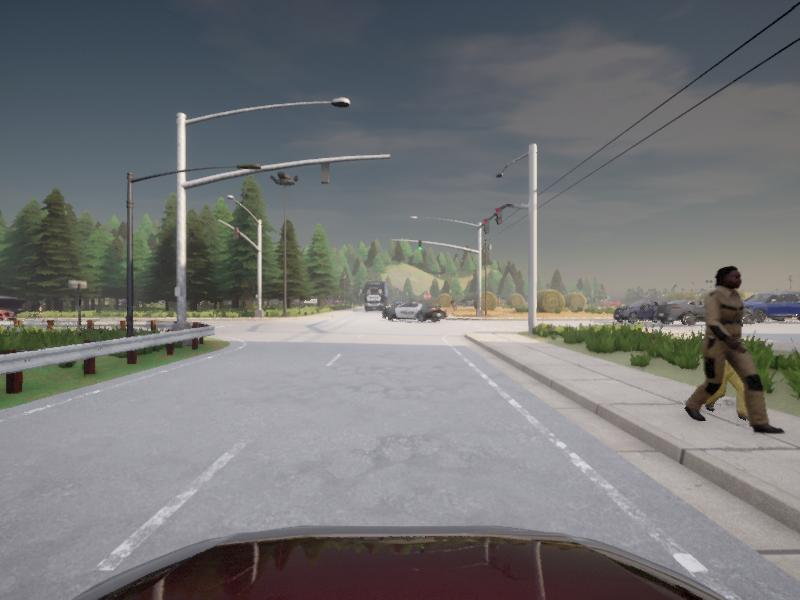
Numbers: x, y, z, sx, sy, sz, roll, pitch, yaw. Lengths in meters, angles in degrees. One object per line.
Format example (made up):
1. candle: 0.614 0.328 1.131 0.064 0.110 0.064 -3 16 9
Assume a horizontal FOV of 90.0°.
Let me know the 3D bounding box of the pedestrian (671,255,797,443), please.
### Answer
1. pedestrian: 3.604 0.484 4.377 0.751 1.860 0.751 0 0 -9

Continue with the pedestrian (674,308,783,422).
1. pedestrian: 4.070 0.764 5.015 0.751 1.300 0.751 0 0 -2

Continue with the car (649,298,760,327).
1. car: 18.036 0.732 23.862 5.027 1.651 2.152 0 -1 -1

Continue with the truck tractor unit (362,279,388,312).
1. truck tractor unit: -3.345 -0.535 54.516 3.053 4.208 6.516 0 0 0

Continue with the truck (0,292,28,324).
1. truck: -28.918 0.510 26.512 6.274 2.098 2.390 0 0 -1

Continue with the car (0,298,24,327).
1. car: -25.081 0.724 23.080 4.611 1.667 2.242 0 0 -1

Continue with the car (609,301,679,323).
1. car: 16.603 0.790 27.335 3.633 1.501 1.845 0 0 -1

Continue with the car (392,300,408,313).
1. car: 0.003 0.813 50.672 1.882 1.535 5.008 0 0 0

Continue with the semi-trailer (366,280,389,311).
1. semi-trailer: -3.336 -0.629 62.426 2.717 4.402 14.254 0 0 0

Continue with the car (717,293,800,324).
1. car: 25.422 0.534 27.485 5.566 2.045 2.150 0 0 -1

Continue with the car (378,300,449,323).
1. car: 0.897 0.809 29.014 4.974 1.542 2.038 0 -2 41
